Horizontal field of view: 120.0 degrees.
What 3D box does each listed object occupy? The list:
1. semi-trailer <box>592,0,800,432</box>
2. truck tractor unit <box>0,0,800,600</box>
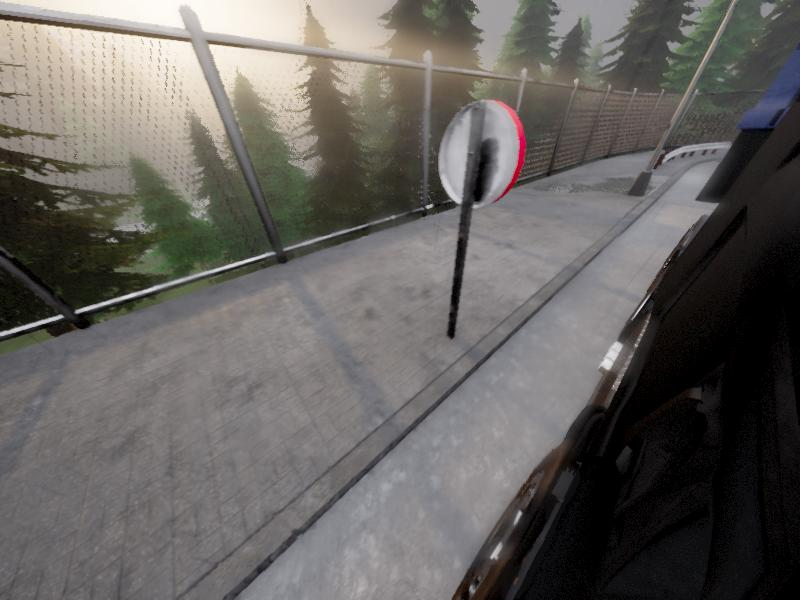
[{"bbox_3d":[9.045,-3.344,3.852,14.254,4.402,2.717,-24,41,-26],"label":"semi-trailer"},{"bbox_3d":[2.645,-0.295,0.351,6.516,4.208,3.053,-28,44,-30],"label":"truck tractor unit"}]
